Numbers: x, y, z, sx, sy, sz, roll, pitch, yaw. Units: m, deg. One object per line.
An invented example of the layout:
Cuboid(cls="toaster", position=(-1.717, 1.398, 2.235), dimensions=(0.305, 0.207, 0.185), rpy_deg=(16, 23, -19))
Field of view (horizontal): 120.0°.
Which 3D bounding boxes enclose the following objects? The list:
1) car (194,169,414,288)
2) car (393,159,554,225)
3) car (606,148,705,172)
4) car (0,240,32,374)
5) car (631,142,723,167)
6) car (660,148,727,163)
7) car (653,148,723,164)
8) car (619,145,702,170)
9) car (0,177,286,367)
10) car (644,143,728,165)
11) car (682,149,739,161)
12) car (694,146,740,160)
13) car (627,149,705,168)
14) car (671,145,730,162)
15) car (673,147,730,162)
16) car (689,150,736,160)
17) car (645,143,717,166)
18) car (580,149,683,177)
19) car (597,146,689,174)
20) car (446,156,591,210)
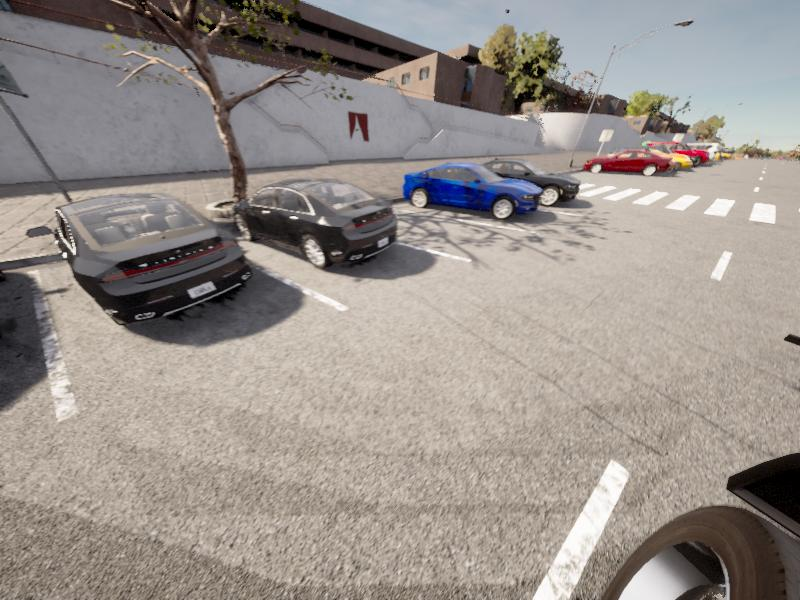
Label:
Cuboid(cls="car", position=(-2.345, -2.130, 5.636), dimensions=(4.892, 1.521, 2.231), rpy_deg=(21, 40, 28))
Cuboid(cls="car", position=(2.418, -4.170, 8.486), dimensions=(5.008, 1.535, 2.097), rpy_deg=(20, 40, 28))
Cuboid(cls="car", position=(21.675, -12.207, 20.051), dimensions=(5.366, 1.575, 1.946), rpy_deg=(20, 39, 27))
Cuboid(cls="car", position=(-7.173, -0.134, 2.863), dimensions=(4.892, 1.521, 2.231), rpy_deg=(22, 41, 29))
Cuboid(cls="car", position=(28.711, -15.417, 24.414), dimensions=(5.566, 2.045, 2.435), rpy_deg=(20, 38, 27))
Cuboid(cls="car", position=(40.471, -20.108, 32.091), dimensions=(5.366, 1.575, 1.946), rpy_deg=(20, 39, 27))
Cuboid(cls="car", position=(35.847, -18.130, 29.027), dimensions=(5.008, 1.535, 2.097), rpy_deg=(20, 38, 27))
Cuboid(cls="car", position=(23.880, -13.362, 21.551), dimensions=(4.553, 1.767, 2.185), rpy_deg=(20, 39, 27))
Cuboid(cls="car", position=(-4.753, -1.126, 4.239), dimensions=(4.892, 1.521, 2.231), rpy_deg=(21, 41, 29))
Cuboid(cls="car", position=(33.437, -17.378, 27.403), dimensions=(5.566, 2.045, 2.435), rpy_deg=(20, 39, 27))
Cuboid(cls="car", position=(52.736, -24.798, 39.404), dimensions=(5.366, 1.575, 1.946), rpy_deg=(20, 38, 27))
Cuboid(cls="car", position=(59.852, -27.886, 43.798), dimensions=(4.442, 1.987, 1.878), rpy_deg=(20, 38, 27))
Cuboid(cls="car", position=(26.291, -14.202, 23.106), dimensions=(4.674, 1.452, 2.002), rpy_deg=(20, 39, 27))
Cuboid(cls="car", position=(43.121, -21.165, 33.333), dimensions=(4.442, 1.987, 1.878), rpy_deg=(20, 38, 27))
Cuboid(cls="car", position=(45.386, -22.087, 34.949), dimensions=(4.553, 1.767, 2.185), rpy_deg=(20, 38, 27))
Cuboid(cls="car", position=(57.360, -26.736, 42.496), dimensions=(4.674, 1.452, 2.002), rpy_deg=(20, 39, 27))
Cuboid(cls="car", position=(31.171, -16.343, 25.869), dimensions=(4.442, 1.987, 1.878), rpy_deg=(20, 38, 27))
Cuboid(cls="car", position=(16.743, -10.259, 17.192), dimensions=(5.008, 1.535, 2.097), rpy_deg=(20, 39, 27))
Cuboid(cls="car", position=(19.101, -11.378, 18.610), dimensions=(4.553, 1.767, 2.185), rpy_deg=(20, 39, 27))
Cuboid(cls="car", position=(4.798, -5.193, 9.923), dimensions=(5.008, 1.535, 2.097), rpy_deg=(20, 39, 28))
